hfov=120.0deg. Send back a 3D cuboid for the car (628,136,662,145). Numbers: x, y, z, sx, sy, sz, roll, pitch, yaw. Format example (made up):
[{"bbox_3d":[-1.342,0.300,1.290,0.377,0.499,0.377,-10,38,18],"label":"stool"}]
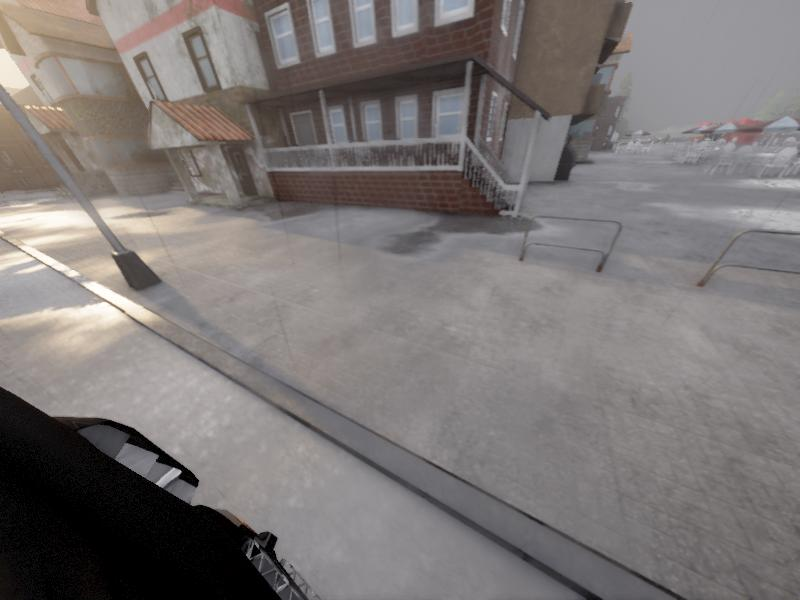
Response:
[{"bbox_3d":[57.408,-37.481,54.212,4.974,1.542,2.038,14,37,24],"label":"car"}]
